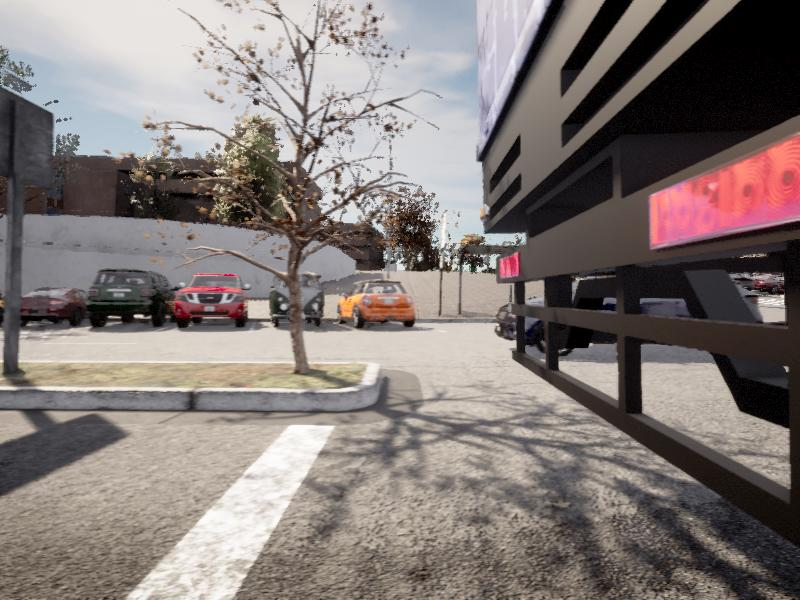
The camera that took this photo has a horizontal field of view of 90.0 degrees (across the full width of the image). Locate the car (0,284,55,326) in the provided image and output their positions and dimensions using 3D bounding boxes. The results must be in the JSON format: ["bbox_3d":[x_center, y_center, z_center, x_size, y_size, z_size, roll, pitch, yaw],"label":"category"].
[{"bbox_3d":[-16.166,0.203,15.844,1.946,1.575,5.366,0,-1,-20],"label":"car"}]

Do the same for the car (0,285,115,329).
[{"bbox_3d":[-13.100,0.249,15.638,2.002,1.452,4.674,0,-1,-19],"label":"car"}]

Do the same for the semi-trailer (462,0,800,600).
[{"bbox_3d":[7.530,-1.276,1.271,14.254,4.402,2.717,-1,1,2],"label":"semi-trailer"}]

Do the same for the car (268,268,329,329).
[{"bbox_3d":[-4.032,-0.002,15.418,1.878,1.987,4.442,1,-1,-19],"label":"car"}]

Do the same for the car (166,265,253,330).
[{"bbox_3d":[-7.068,-0.032,15.551,2.435,2.045,5.566,1,-1,-19],"label":"car"}]

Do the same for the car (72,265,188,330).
[{"bbox_3d":[-10.103,-0.037,15.641,2.435,2.045,5.566,0,-1,-19],"label":"car"}]

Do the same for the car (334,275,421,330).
[{"bbox_3d":[-1.054,0.105,15.426,2.185,1.767,4.553,0,-1,-19],"label":"car"}]

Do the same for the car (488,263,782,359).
[{"bbox_3d":[3.866,0.171,7.197,4.193,1.474,1.816,-1,1,2],"label":"car"}]
